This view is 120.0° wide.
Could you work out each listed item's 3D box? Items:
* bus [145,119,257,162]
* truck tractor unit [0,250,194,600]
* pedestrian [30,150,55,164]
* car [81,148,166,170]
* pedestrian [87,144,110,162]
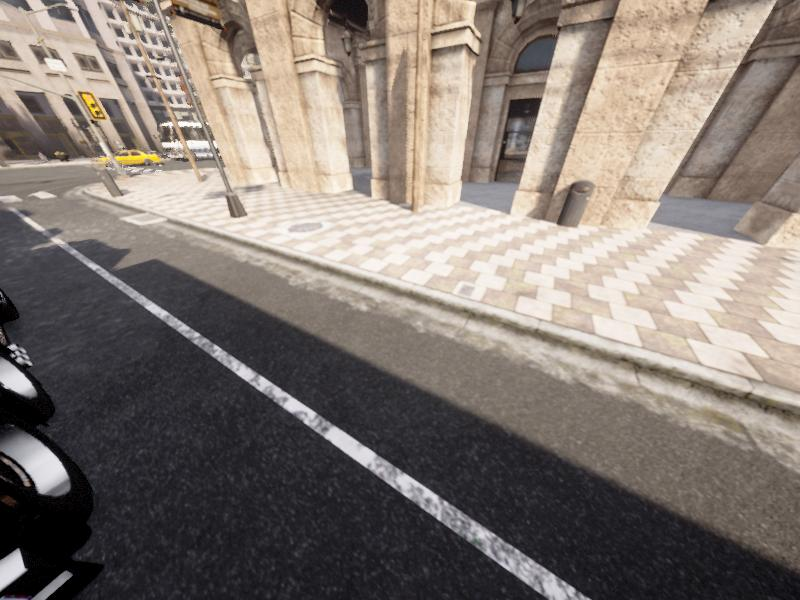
[{"bbox_3d":[-26.690,-21.996,32.128,3.944,4.253,10.273,19,38,25],"label":"bus"},{"bbox_3d":[-5.085,-0.327,0.810,6.516,4.208,3.053,19,39,25],"label":"truck tractor unit"},{"bbox_3d":[-40.000,-15.978,25.861,0.751,1.300,0.751,9,36,13],"label":"pedestrian"},{"bbox_3d":[-28.881,-15.004,24.427,1.801,1.575,5.366,18,39,25],"label":"car"},{"bbox_3d":[-36.651,-17.920,28.131,0.751,1.860,0.751,-13,37,-18],"label":"pedestrian"}]
